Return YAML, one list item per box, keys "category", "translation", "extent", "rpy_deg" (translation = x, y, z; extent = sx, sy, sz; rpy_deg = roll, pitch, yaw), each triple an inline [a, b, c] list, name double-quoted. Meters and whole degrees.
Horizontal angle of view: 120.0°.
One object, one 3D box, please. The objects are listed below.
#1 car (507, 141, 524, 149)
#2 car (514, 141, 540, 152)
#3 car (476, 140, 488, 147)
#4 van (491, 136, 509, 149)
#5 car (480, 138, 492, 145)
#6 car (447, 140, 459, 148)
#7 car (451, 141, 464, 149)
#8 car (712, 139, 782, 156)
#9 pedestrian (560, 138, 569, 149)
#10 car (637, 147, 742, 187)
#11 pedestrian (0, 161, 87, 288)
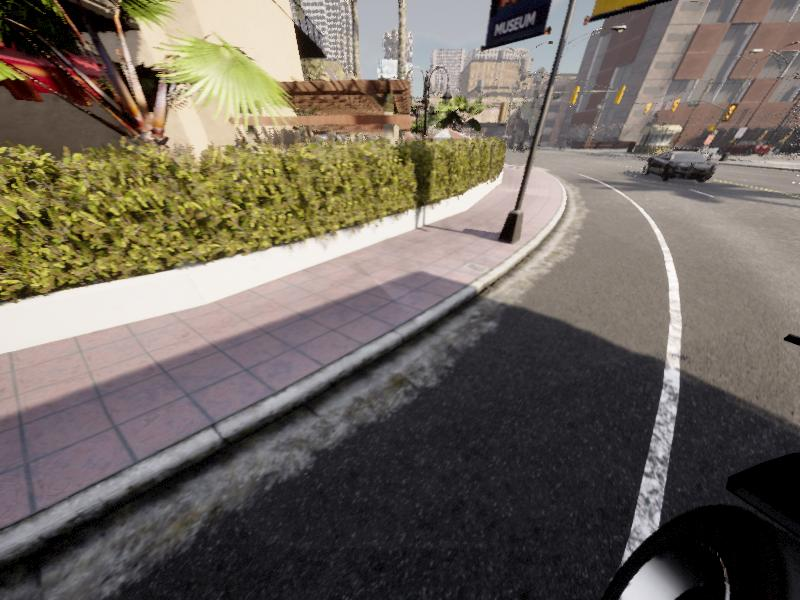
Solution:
- category: "car"
  translation: [27.785, -37.415, 55.787]
  extent: [2.007, 1.525, 4.514]
  rpy_deg: [1, 35, 2]
- category: "car"
  translation: [23.986, -29.108, 43.820]
  extent: [2.152, 1.651, 5.027]
  rpy_deg: [-1, 35, -1]
- category: "car"
  translation: [24.940, -47.780, 70.550]
  extent: [2.242, 1.667, 4.611]
  rpy_deg: [1, 35, 2]
- category: "van"
  translation: [24.334, -38.651, 56.609]
  extent: [1.988, 2.561, 5.915]
  rpy_deg: [1, 35, 2]
- category: "car"
  translation: [32.364, -59.688, 87.032]
  extent: [2.435, 2.045, 5.566]
  rpy_deg: [1, 35, 2]
- category: "car"
  translation: [14.586, -42.987, 63.603]
  extent: [2.185, 1.767, 4.553]
  rpy_deg: [1, 35, 2]
- category: "car"
  translation: [14.492, -39.197, 58.411]
  extent: [2.097, 1.535, 5.008]
  rpy_deg: [1, 35, 2]
- category: "car"
  translation: [45.175, -20.054, 30.332]
  extent: [2.185, 1.767, 4.553]
  rpy_deg: [1, 35, 2]
- category: "pedestrian"
  translation: [34.260, -32.611, 48.192]
  extent: [0.751, 1.860, 0.751]
  rpy_deg: [2, 35, 4]
- category: "car"
  translation: [17.370, -8.419, 14.336]
  extent: [1.930, 1.638, 5.238]
  rpy_deg: [15, 38, 19]
- category: "pedestrian"
  translation: [-6.768, -1.272, 3.932]
  extent: [0.751, 1.860, 0.751]
  rpy_deg: [-19, 39, -24]
